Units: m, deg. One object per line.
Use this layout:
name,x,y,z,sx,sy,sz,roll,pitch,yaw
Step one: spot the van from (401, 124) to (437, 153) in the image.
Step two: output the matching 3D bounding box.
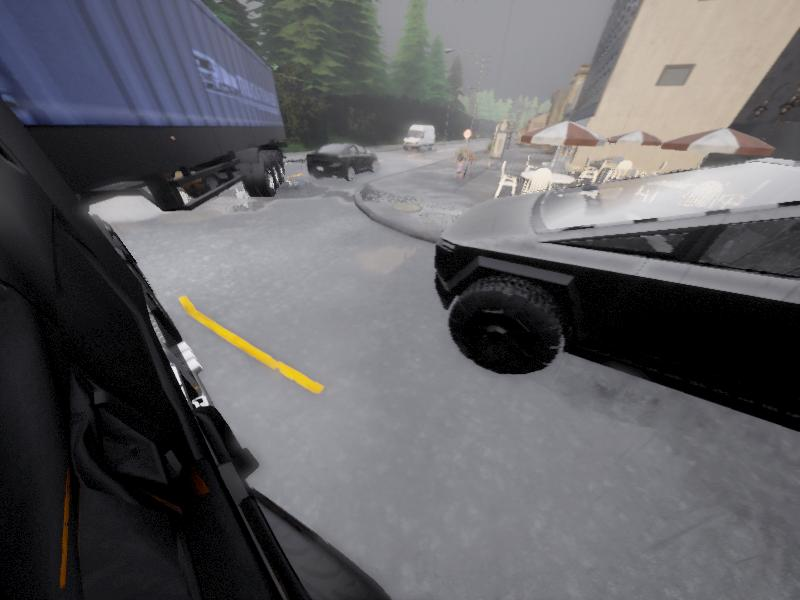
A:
van,2.350,-19.252,27.529,1.988,2.561,5.915,18,39,19

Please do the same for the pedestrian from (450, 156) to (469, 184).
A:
pedestrian,2.848,-6.251,11.105,0.500,1.100,0.500,-9,38,-16

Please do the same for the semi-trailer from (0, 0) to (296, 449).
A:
semi-trailer,-5.495,-4.686,5.892,2.717,4.402,14.254,-7,38,-12

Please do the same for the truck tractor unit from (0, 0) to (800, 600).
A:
truck tractor unit,-2.645,-0.295,0.351,6.516,4.208,3.053,28,44,30

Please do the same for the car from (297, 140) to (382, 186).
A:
car,-2.737,-7.302,12.002,1.882,1.535,5.008,12,38,13

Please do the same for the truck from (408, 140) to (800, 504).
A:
truck,3.468,0.039,2.080,6.274,2.098,2.390,19,40,21
